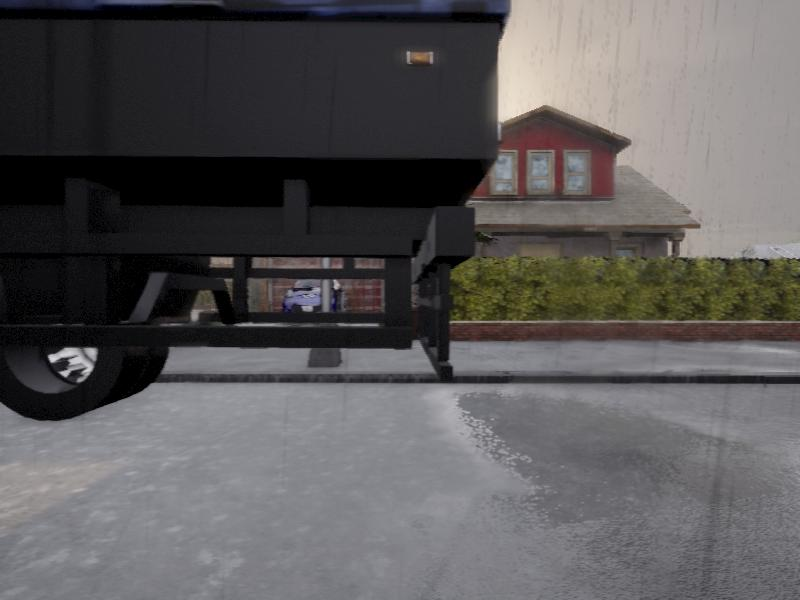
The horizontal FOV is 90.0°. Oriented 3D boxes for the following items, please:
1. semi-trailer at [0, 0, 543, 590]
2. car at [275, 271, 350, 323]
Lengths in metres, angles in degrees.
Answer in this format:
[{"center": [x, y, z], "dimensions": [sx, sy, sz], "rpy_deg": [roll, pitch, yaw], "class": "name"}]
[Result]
[{"center": [-6.655, -1.227, 2.678], "dimensions": [14.254, 4.402, 2.717], "rpy_deg": [0, 0, 0], "class": "semi-trailer"}, {"center": [-2.728, -0.087, 13.250], "dimensions": [1.845, 1.501, 3.633], "rpy_deg": [0, 0, -3], "class": "car"}]
